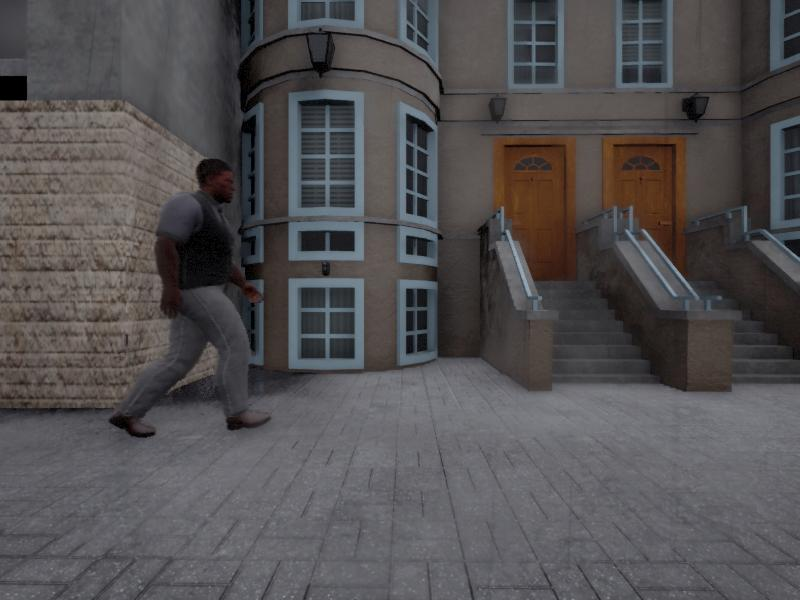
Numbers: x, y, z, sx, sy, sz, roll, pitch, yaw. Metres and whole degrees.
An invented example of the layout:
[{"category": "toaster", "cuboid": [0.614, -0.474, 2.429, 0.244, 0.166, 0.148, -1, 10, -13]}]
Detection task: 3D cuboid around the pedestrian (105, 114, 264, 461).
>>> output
[{"category": "pedestrian", "cuboid": [-1.312, -0.067, 2.602, 0.751, 1.860, 0.751, 0, 0, -14]}]
